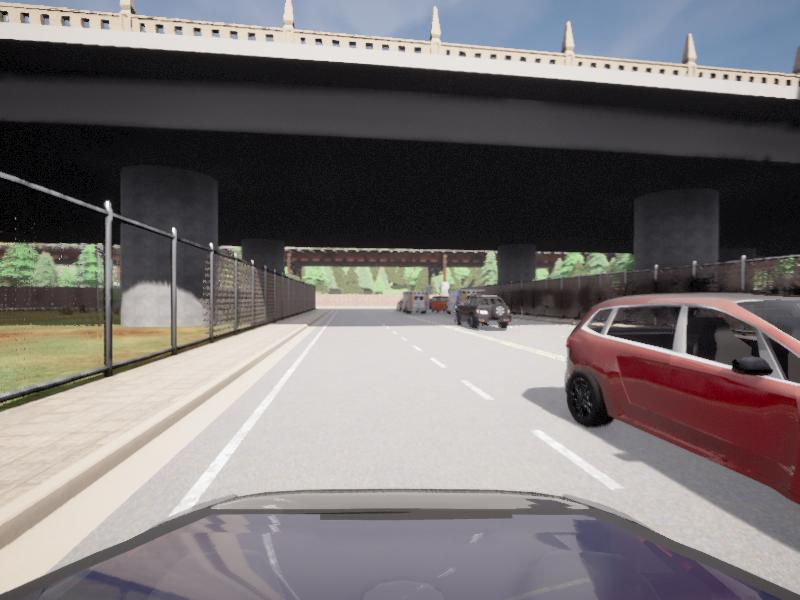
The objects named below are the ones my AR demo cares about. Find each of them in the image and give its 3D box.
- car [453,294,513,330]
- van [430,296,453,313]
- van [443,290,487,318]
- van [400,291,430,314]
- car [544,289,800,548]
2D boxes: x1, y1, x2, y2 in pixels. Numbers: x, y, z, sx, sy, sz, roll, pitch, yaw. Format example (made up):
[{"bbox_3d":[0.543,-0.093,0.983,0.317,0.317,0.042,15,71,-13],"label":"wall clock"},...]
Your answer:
[{"bbox_3d":[4.559,0.613,22.697,1.932,1.855,4.605,0,0,-8],"label":"car"},{"bbox_3d":[4.815,0.504,47.244,1.775,1.987,4.442,0,0,-8],"label":"van"},{"bbox_3d":[6.036,0.306,38.116,2.351,2.431,6.366,0,0,-8],"label":"van"},{"bbox_3d":[1.587,0.284,44.992,2.351,2.431,6.366,0,0,-8],"label":"van"},{"bbox_3d":[3.545,0.757,3.766,2.242,1.667,4.611,0,0,-8],"label":"car"}]
